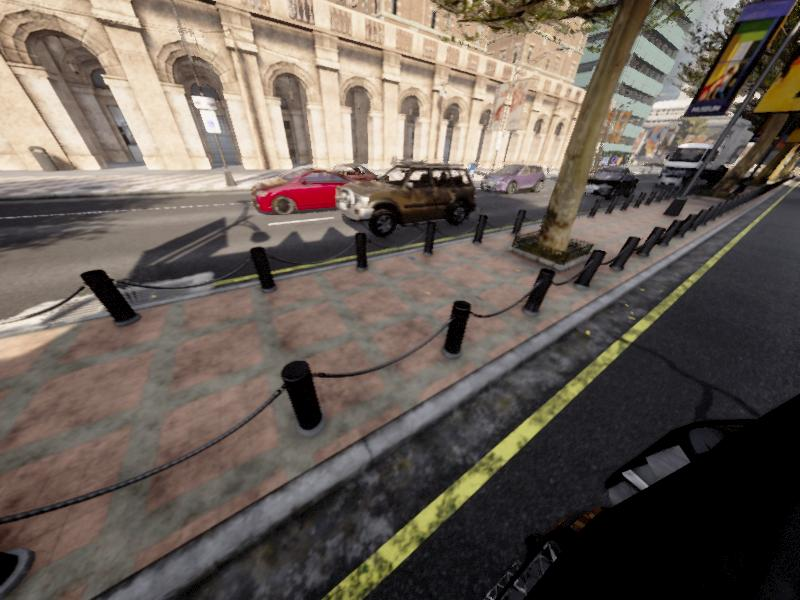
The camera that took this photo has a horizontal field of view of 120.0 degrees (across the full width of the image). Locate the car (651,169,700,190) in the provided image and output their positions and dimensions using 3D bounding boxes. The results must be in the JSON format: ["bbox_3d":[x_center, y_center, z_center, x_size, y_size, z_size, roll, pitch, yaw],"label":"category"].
[{"bbox_3d":[25.627,-11.265,21.522,3.633,1.501,1.845,-18,39,-28],"label":"car"}]

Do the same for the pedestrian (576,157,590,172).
[{"bbox_3d":[27.241,-20.107,34.340,0.751,1.860,0.751,-13,37,-22],"label":"pedestrian"}]

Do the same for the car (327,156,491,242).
[{"bbox_3d":[0.378,-3.375,7.368,4.605,1.855,1.932,-17,39,-28],"label":"car"}]

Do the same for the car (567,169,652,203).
[{"bbox_3d":[13.312,-7.341,14.671,4.902,1.511,2.128,-18,39,-28],"label":"car"}]

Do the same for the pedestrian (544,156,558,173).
[{"bbox_3d":[19.343,-17.424,29.687,0.751,1.860,0.751,-26,43,-36],"label":"pedestrian"}]

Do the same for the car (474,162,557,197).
[{"bbox_3d":[7.393,-7.803,14.802,4.856,1.649,2.033,-18,39,-28],"label":"car"}]

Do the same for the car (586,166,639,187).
[{"bbox_3d":[20.275,-11.846,22.014,4.892,1.490,1.837,-17,39,-28],"label":"car"}]

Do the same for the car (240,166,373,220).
[{"bbox_3d":[-3.395,-4.262,8.869,4.181,1.385,1.994,-18,39,-28],"label":"car"}]

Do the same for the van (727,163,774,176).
[{"bbox_3d":[92.766,-34.741,61.261,2.351,2.431,6.366,-17,39,-28],"label":"van"}]

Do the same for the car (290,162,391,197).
[{"bbox_3d":[-3.004,-6.496,12.318,4.718,1.301,1.895,-18,39,-28],"label":"car"}]

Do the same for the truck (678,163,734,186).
[{"bbox_3d":[35.824,-14.744,27.037,6.274,2.098,2.390,-18,39,-28],"label":"truck"}]

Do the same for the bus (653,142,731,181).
[{"bbox_3d":[41.976,-19.791,33.166,10.273,4.253,3.944,-18,39,-28],"label":"bus"}]

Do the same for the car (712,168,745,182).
[{"bbox_3d":[49.484,-18.879,34.790,5.366,1.575,1.801,-18,39,-28],"label":"car"}]
